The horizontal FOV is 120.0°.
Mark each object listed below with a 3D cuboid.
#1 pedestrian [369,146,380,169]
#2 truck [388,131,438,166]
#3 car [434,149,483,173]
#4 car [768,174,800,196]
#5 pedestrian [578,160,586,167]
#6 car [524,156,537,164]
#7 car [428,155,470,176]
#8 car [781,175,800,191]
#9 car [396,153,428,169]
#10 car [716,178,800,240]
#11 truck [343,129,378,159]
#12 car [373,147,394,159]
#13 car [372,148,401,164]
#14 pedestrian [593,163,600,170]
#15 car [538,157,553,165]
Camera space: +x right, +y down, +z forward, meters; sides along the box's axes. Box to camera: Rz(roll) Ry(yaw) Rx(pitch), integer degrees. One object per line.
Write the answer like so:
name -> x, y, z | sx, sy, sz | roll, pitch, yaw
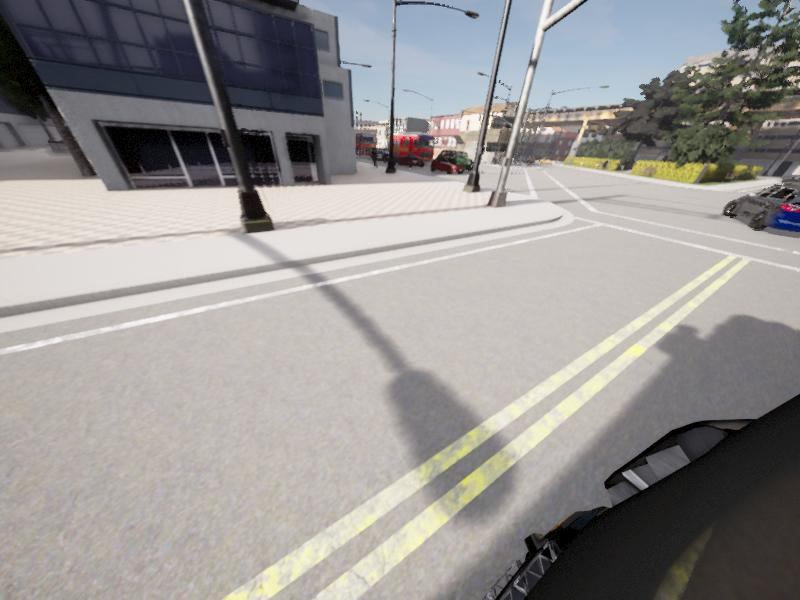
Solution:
pedestrian -> -2.548, -14.191, 23.062 | 0.751, 1.860, 0.751 | 30, 42, 34
truck -> 1.575, -22.604, 34.351 | 2.891, 3.827, 8.468 | -16, 39, -26
car -> 6.759, -16.644, 27.597 | 2.150, 2.045, 5.566 | -16, 38, -26
car -> 38.997, -11.325, 22.646 | 5.027, 1.651, 2.152 | -16, 38, -26
pedestrian -> 41.299, -30.988, 52.409 | 0.751, 1.300, 0.751 | 3, 34, 0
car -> 34.349, -36.921, 60.937 | 1.970, 1.475, 3.806 | 10, 34, 11
car -> 5.038, -14.207, 24.334 | 1.816, 1.474, 4.193 | -16, 38, -26
car -> 47.086, -13.558, 26.780 | 4.792, 1.488, 2.163 | -16, 38, -26
car -> 1.424, -17.687, 29.322 | 1.994, 1.385, 4.181 | -16, 38, -25
car -> 16.210, -3.858, 9.584 | 2.242, 1.667, 4.611 | 25, 39, 28
truck -> -6.950, -27.206, 40.165 | 2.891, 3.827, 8.468 | -16, 40, -26
car -> -2.955, -26.072, 41.028 | 1.812, 1.442, 4.674 | -16, 39, -26
car -> -2.088, -21.270, 34.092 | 2.038, 1.542, 4.974 | -16, 39, -26
pedestrian -> 37.054, -25.166, 43.485 | 0.500, 1.100, 0.500 | 13, 35, 14
car -> 37.630, -36.117, 59.895 | 1.801, 1.575, 5.366 | 10, 34, 11
